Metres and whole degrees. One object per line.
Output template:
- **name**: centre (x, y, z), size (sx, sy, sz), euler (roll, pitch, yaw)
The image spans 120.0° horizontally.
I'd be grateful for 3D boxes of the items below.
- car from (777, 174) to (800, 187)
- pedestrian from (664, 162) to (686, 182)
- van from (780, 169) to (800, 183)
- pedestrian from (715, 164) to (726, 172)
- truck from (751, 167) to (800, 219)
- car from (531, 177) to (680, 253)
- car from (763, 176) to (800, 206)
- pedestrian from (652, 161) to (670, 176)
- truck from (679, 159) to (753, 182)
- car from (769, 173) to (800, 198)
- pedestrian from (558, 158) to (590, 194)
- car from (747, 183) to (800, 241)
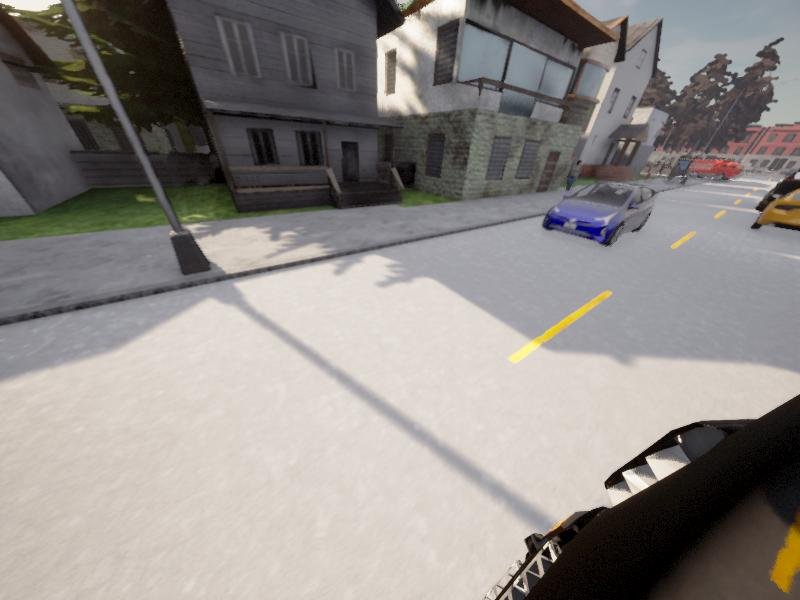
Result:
- **car**: centre (57.690, -17.627, 33.990), size (4.718, 1.301, 1.895), euler (-19, 39, -29)
- **pedestrian**: centre (30.740, -14.312, 25.816), size (0.751, 1.860, 0.751), euler (-20, 40, -30)
- **van**: centre (71.451, -22.647, 41.953), size (4.442, 1.987, 1.775), euler (-19, 39, -29)
- **pedestrian**: centre (83.607, -34.481, 60.296), size (0.751, 1.860, 0.751), euler (23, 38, 27)
- **truck**: centre (22.204, -5.899, 12.584), size (6.274, 2.098, 2.390), euler (-19, 39, -29)
- **car**: centre (6.797, -3.040, 7.635), size (4.514, 1.525, 2.007), euler (-19, 39, -29)
- **car**: centre (28.565, -7.857, 16.536), size (4.902, 1.511, 2.128), euler (-19, 39, -29)
- **pedestrian**: centre (38.755, -19.575, 34.318), size (0.751, 1.860, 0.751), euler (-13, 37, -23)
- **truck**: centre (45.067, -18.702, 33.203), size (2.627, 2.467, 5.204), euler (-7, 34, -17)
- **car**: centre (34.115, -9.844, 19.852), size (3.988, 1.617, 1.851), euler (-18, 39, -29)
- **pedestrian**: centre (10.973, -7.832, 14.606), size (0.751, 1.860, 0.751), euler (-21, 40, -31)
- **car**: centre (16.037, -3.542, 9.085), size (5.008, 1.535, 1.882), euler (-19, 39, -29)
